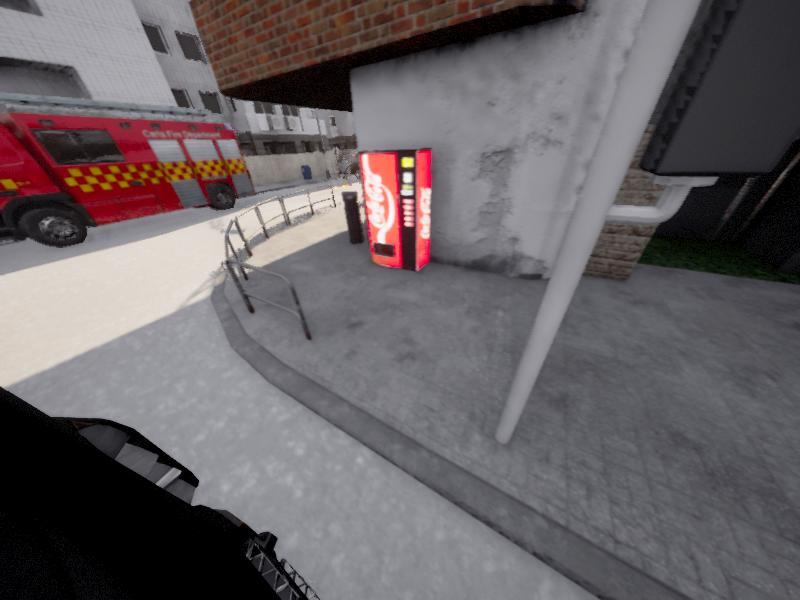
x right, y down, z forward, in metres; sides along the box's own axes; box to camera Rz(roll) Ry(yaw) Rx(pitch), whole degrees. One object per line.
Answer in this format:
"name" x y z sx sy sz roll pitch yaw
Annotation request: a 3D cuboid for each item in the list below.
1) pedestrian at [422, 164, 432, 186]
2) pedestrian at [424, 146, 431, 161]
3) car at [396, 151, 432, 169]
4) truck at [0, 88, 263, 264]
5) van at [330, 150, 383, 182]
"pedestrian" 1.614 -7.423 13.698 0.500 1.100 0.500 5 35 12
"pedestrian" 4.204 -22.158 34.905 0.751 1.860 0.751 -14 35 -15
"car" 1.719 -16.367 26.996 2.163 1.488 4.792 16 38 26
"truck" -10.508 -4.901 8.665 2.891 3.827 8.468 13 37 23
"van" -3.483 -11.384 19.482 1.775 1.987 4.442 16 38 26
